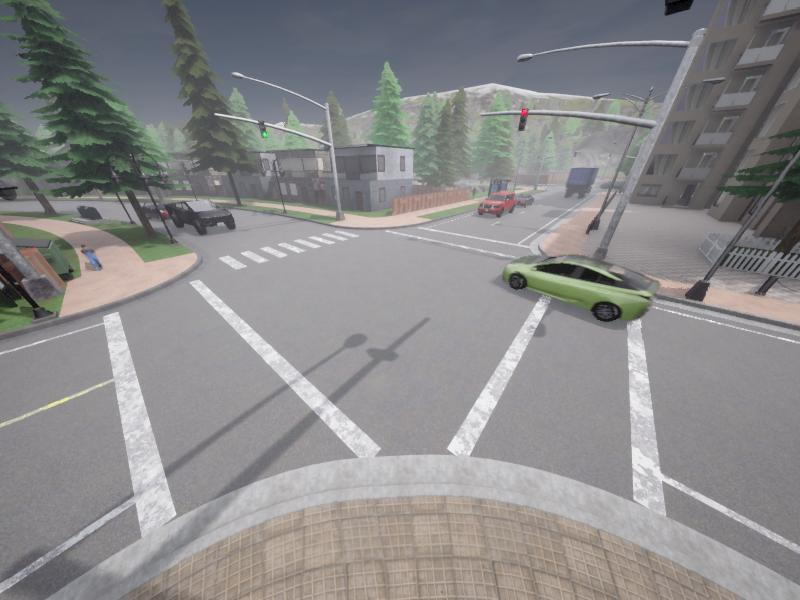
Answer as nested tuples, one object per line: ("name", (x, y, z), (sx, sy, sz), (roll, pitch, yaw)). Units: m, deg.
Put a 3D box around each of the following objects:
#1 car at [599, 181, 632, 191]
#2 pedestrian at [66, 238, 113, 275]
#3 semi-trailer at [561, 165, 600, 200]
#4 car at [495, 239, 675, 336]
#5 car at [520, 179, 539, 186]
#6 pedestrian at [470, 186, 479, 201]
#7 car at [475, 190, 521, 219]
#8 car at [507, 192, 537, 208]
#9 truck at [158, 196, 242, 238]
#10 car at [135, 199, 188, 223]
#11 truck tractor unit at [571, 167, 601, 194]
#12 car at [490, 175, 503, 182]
("car", (45.355, -24.201, 48.830), (4.611, 1.667, 2.242), (17, 34, 27))
("pedestrian", (-13.708, -1.942, 10.239), (0.751, 1.300, 0.751), (23, 37, 34))
("semi-trailer", (30.537, -19.965, 38.724), (2.717, 4.402, 14.254), (23, 37, 33))
("car", (6.237, -0.793, 8.438), (2.007, 1.525, 4.514), (-23, 37, -33))
("car", (32.622, -29.685, 58.423), (3.633, 1.501, 1.845), (23, 37, 34))
("pedestrian", (10.232, -14.681, 31.782), (0.751, 1.860, 0.751), (25, 38, 36))
("car", (10.071, -9.866, 23.608), (2.150, 2.045, 5.566), (24, 38, 35))
("car", (15.349, -12.575, 28.979), (1.994, 1.385, 4.181), (24, 38, 35))
("truck", (-15.490, -6.599, 17.860), (6.274, 2.098, 2.390), (18, 34, 28))
("car", (-21.960, -8.258, 21.303), (3.633, 1.501, 1.845), (14, 33, 22))
("truck tractor unit", (35.379, -22.986, 44.200), (3.053, 4.208, 6.516), (17, 34, 27))
("car", (29.590, -37.325, 71.038), (1.932, 1.855, 4.605), (23, 37, 34))
